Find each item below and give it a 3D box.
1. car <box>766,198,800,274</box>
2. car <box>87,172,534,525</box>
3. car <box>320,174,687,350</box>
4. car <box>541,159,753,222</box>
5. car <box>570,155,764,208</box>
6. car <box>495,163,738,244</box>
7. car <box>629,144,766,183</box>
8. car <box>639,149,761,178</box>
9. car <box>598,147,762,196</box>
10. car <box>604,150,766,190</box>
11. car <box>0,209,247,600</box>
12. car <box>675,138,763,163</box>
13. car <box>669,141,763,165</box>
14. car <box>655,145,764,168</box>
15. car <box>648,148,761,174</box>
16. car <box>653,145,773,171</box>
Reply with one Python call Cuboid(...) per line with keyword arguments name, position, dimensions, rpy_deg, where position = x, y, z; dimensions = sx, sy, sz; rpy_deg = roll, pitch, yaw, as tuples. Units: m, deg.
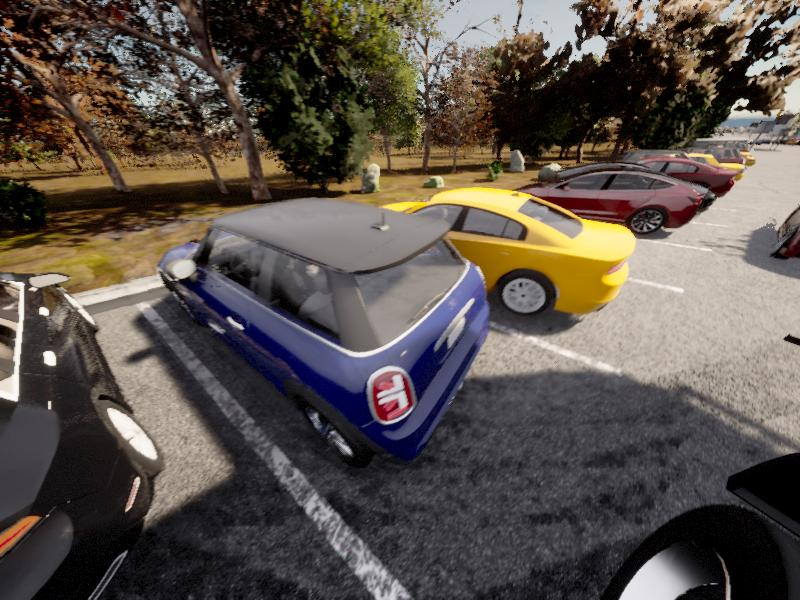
Cuboid(name="car", position=(9.954, -1.527, 4.792), dimensions=(4.181, 1.385, 1.994), rpy_deg=(-23, 41, -29))
Cuboid(name="car", position=(-1.278, -0.389, 2.933), dimensions=(4.553, 1.767, 2.185), rpy_deg=(21, 40, 29))
Cuboid(name="car", position=(1.127, -1.287, 4.403), dimensions=(5.008, 1.535, 2.097), rpy_deg=(21, 40, 29))
Cuboid(name="car", position=(8.362, -4.287, 8.643), dimensions=(4.792, 1.488, 2.163), rpy_deg=(20, 40, 28))
Cuboid(name="car", position=(10.717, -5.340, 10.064), dimensions=(5.008, 1.535, 2.097), rpy_deg=(20, 40, 28))
Cuboid(name="car", position=(5.909, -3.286, 7.246), dimensions=(4.792, 1.488, 2.163), rpy_deg=(20, 40, 28))
Cuboid(name="car", position=(17.817, -8.557, 14.347), dimensions=(4.553, 1.767, 2.185), rpy_deg=(19, 40, 27))
Cuboid(name="car", position=(20.135, -9.486, 15.932), dimensions=(4.674, 1.452, 2.002), rpy_deg=(19, 40, 27))
Cuboid(name="car", position=(13.059, -6.490, 11.459), dimensions=(4.553, 1.767, 2.185), rpy_deg=(20, 39, 27))
Cuboid(name="car", position=(15.287, -7.472, 13.048), dimensions=(5.366, 1.575, 1.946), rpy_deg=(20, 40, 27))
Cuboid(name="car", position=(-3.731, 0.697, 1.634), dimensions=(4.892, 1.521, 2.231), rpy_deg=(21, 41, 29))
Cuboid(name="car", position=(31.760, -15.076, 23.294), dimensions=(4.442, 1.987, 1.878), rpy_deg=(18, 39, 25))
Cuboid(name="car", position=(29.404, -13.918, 21.849), dimensions=(4.553, 1.767, 2.185), rpy_deg=(18, 39, 26))
Cuboid(name="car", position=(26.924, -12.792, 20.492), dimensions=(5.366, 1.575, 1.946), rpy_deg=(18, 39, 26))
Cuboid(name="car", position=(22.461, -10.551, 17.422), dimensions=(4.674, 1.452, 2.002), rpy_deg=(19, 39, 26))
Cuboid(name="car", position=(24.936, -11.610, 18.823), dimensions=(5.366, 1.575, 1.946), rpy_deg=(19, 39, 26))
